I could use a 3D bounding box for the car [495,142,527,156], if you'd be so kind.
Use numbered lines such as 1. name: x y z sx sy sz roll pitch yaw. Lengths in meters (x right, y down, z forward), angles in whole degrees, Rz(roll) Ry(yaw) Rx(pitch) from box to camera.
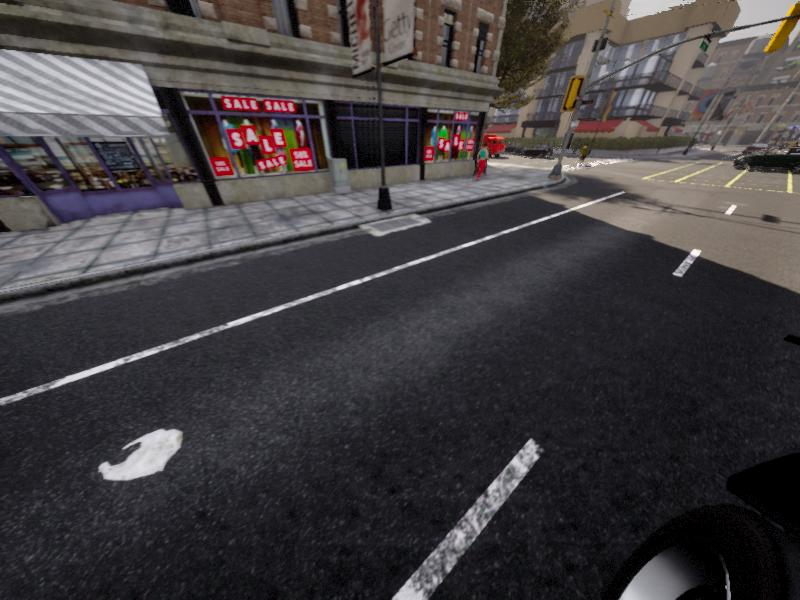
1. car: 16.395 -22.501 34.323 1.789 1.549 3.705 -23 41 -29

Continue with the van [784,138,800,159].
1. van: 46.778 -17.430 26.495 4.480 2.038 2.069 -23 41 -29

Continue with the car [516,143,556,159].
1. car: 16.904 -18.606 28.818 1.845 1.501 3.633 -22 40 -28

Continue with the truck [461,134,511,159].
1. truck: 11.092 -20.198 30.304 2.627 2.467 5.204 -23 41 -29

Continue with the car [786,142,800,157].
1. car: 52.019 -19.392 29.755 4.674 1.442 1.812 -23 41 -28

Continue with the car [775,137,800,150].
1. car: 76.326 -29.825 43.989 1.932 1.855 4.605 -3 35 -3

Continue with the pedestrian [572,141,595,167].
1. pedestrian: 16.051 -12.778 20.241 0.751 1.860 0.751 -19 39 -24

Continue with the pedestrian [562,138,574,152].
1. pedestrian: 26.279 -24.273 36.192 0.751 1.860 0.751 -26 43 -31

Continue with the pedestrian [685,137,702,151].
1. pedestrian: 47.985 -25.490 37.759 0.751 1.860 0.751 -17 38 -22

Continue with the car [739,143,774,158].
1. car: 45.223 -19.026 29.286 4.674 1.442 1.812 -23 41 -28

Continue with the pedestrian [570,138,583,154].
1. pedestrian: 25.004 -21.793 32.687 0.751 1.860 0.751 -29 44 -34

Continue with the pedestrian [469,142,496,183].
1. pedestrian: 4.424 -7.427 12.478 0.751 1.860 0.751 -23 41 -29

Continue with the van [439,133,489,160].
1. van: 7.842 -19.350 29.066 1.988 2.561 5.915 -24 41 -29

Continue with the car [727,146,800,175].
1. car: 27.571 -10.307 16.961 1.789 1.549 3.705 -23 41 -29
